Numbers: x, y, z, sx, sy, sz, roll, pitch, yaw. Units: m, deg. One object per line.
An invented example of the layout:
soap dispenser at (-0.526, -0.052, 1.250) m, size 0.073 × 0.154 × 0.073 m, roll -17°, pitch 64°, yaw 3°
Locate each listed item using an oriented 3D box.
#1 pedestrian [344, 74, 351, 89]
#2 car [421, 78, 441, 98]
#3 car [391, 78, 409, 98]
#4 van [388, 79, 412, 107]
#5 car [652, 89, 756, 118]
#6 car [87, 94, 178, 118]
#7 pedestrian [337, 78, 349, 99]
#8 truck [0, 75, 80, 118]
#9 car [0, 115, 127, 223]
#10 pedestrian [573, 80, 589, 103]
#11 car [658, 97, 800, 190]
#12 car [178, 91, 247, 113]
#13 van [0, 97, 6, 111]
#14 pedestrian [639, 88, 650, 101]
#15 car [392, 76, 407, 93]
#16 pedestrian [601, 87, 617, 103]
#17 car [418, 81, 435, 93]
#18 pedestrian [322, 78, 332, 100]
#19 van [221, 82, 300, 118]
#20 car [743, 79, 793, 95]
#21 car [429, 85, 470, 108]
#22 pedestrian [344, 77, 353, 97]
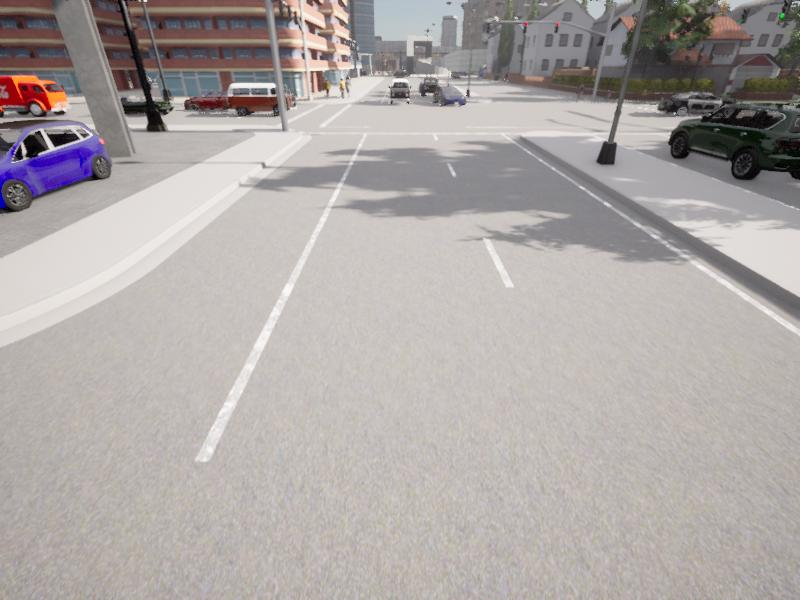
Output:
pedestrian at (-7.544, -31.171, 57.116) m, size 0.751 × 1.860 × 0.751 m, roll 3°, pitch 30°, yaw 6°
car at (3.490, -24.195, 45.536) m, size 1.905 × 1.878 × 3.866 m, roll 0°, pitch 30°, yaw 0°
car at (-0.007, -24.187, 45.534) m, size 1.932 × 1.855 × 4.605 m, roll 0°, pitch 30°, yaw 0°
van at (-0.008, -18.787, 36.132) m, size 2.069 × 2.038 × 4.480 m, roll 0°, pitch 30°, yaw 0°
car at (20.996, -13.732, 27.898) m, size 5.238 × 1.638 × 1.930 m, roll 3°, pitch 30°, yaw 4°
car at (-18.395, -13.439, 27.695) m, size 4.718 × 1.301 × 1.895 m, roll 0°, pitch 30°, yaw -1°
pedestrian at (-5.778, -21.336, 40.310) m, size 0.751 × 1.860 × 0.751 m, roll 26°, pitch 39°, yaw 37°
truck at (-25.851, -13.888, 27.292) m, size 5.204 × 2.467 × 2.627 m, roll 0°, pitch 30°, yaw -1°
car at (-9.715, -3.539, 10.162) m, size 2.242 × 1.667 × 4.611 m, roll 0°, pitch 30°, yaw 0°
pedestrian at (17.015, -19.584, 37.640) m, size 0.751 × 1.860 × 0.751 m, roll 2°, pitch 30°, yaw 3°
car at (11.497, -5.389, 13.211) m, size 2.150 × 2.045 × 5.566 m, roll 0°, pitch 30°, yaw 0°
car at (-14.327, -15.291, 30.796) m, size 4.181 × 1.385 × 1.994 m, roll -1°, pitch 30°, yaw -1°
van at (-34.578, -15.569, 30.200) m, size 6.366 × 2.431 × 2.351 m, roll 0°, pitch 30°, yaw -1°
pedestrian at (23.322, -19.617, 38.169) m, size 0.500 × 1.100 × 0.500 m, roll 4°, pitch 31°, yaw 7°
car at (-0.015, -28.526, 52.951) m, size 1.932 × 1.855 × 4.605 m, roll 0°, pitch 30°, yaw 0°
pedestrian at (19.707, -19.306, 37.722) m, size 0.751 × 1.300 × 0.751 m, roll -12°, pitch 32°, yaw -20°
car at (3.489, -28.459, 53.415) m, size 1.895 × 1.301 × 4.718 m, roll 0°, pitch 30°, yaw 0°
pedestrian at (-7.103, -20.560, 38.981) m, size 0.751 × 1.860 × 0.751 m, roll 0°, pitch 30°, yaw -1°
van at (-9.481, -13.801, 27.593) m, size 4.480 × 2.038 × 2.069 m, roll -1°, pitch 30°, yaw -1°
car at (41.415, -24.120, 45.177) m, size 1.970 × 1.475 × 3.806 m, roll 0°, pitch 30°, yaw 0°
car at (4.281, -18.145, 35.588) m, size 2.163 × 1.488 × 4.792 m, roll -6°, pitch 31°, yaw -10°
pedestrian at (-5.485, -22.535, 42.362) m, size 0.751 × 1.860 × 0.751 m, roll -5°, pitch 31°, yaw -8°
